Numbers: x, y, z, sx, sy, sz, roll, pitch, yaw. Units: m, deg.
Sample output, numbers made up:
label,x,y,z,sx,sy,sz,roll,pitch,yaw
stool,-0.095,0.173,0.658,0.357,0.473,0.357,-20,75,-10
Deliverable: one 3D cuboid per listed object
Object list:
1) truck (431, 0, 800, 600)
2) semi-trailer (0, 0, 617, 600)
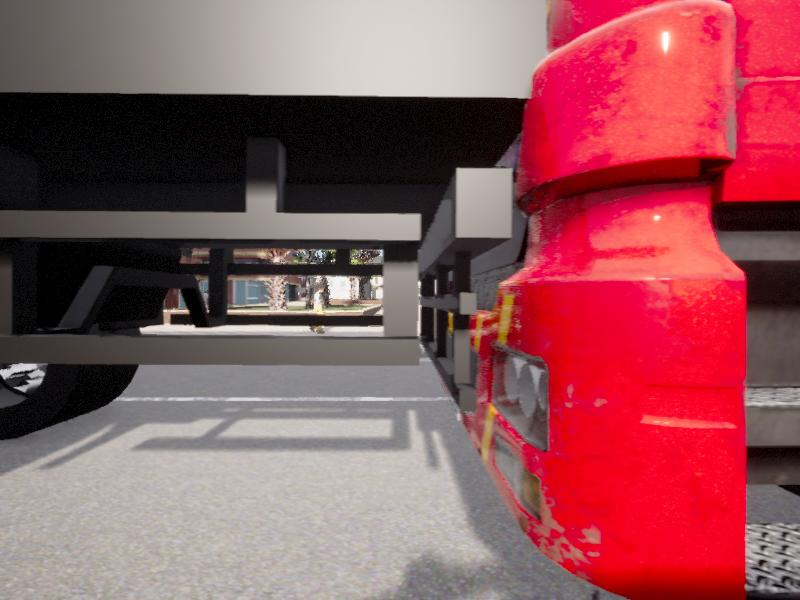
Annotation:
label,x,y,z,sx,sy,sz,roll,pitch,yaw
truck,4.531,-0.906,2.236,8.468,3.827,2.891,0,0,0
semi-trailer,-6.649,-1.233,2.201,14.254,4.402,2.717,0,0,0
